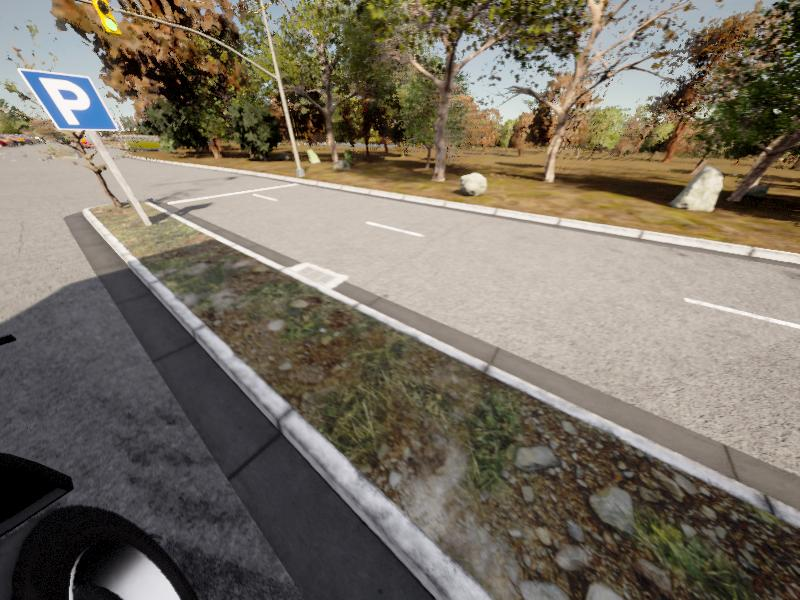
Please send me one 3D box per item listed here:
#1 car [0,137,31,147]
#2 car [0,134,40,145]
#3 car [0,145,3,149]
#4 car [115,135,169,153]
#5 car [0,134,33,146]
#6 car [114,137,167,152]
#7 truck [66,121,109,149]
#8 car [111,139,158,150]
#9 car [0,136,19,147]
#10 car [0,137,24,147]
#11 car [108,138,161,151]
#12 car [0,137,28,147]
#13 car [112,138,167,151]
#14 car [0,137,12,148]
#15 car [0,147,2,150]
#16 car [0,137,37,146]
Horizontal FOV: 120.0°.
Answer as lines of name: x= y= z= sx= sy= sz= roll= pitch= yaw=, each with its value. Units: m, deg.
car: x=-82.737 y=-33.222 z=48.473 sx=1.946 sy=1.575 sz=5.366 roll=16 pitch=39 yaw=21
car: x=-88.838 y=-37.380 z=53.893 sx=1.878 sy=1.987 sz=4.442 roll=16 pitch=39 yaw=22
car: x=-67.811 y=-24.566 z=36.379 sx=2.097 sy=1.535 sz=5.008 roll=14 pitch=38 yaw=20
car: x=-36.932 y=-22.483 z=33.253 sx=1.878 sy=1.987 sz=4.442 roll=13 pitch=37 yaw=17
car: x=-84.693 y=-34.834 z=50.338 sx=1.878 sy=1.987 sz=4.442 roll=16 pitch=39 yaw=21
car: x=-39.128 y=-23.587 z=34.966 sx=2.185 sy=1.767 sz=4.553 roll=13 pitch=37 yaw=18
truck: x=-56.085 y=-29.744 z=41.748 sx=8.468 sy=3.827 sz=2.891 roll=29 pitch=45 yaw=34
car: x=-45.711 y=-26.939 z=39.923 sx=2.002 sy=1.452 sz=4.674 roll=14 pitch=37 yaw=18
car: x=-76.350 y=-29.645 z=43.261 sx=2.185 sy=1.767 sz=4.553 roll=15 pitch=39 yaw=20
car: x=-78.467 y=-30.795 z=45.085 sx=2.231 sy=1.521 sz=4.892 roll=16 pitch=39 yaw=21
car: x=-43.587 y=-25.713 z=38.134 sx=1.946 sy=1.575 sz=5.366 roll=14 pitch=37 yaw=18
car: x=-80.582 y=-32.050 z=46.837 sx=2.097 sy=1.535 sz=5.008 roll=15 pitch=39 yaw=21
car: x=-41.255 y=-24.751 z=36.806 sx=1.946 sy=1.575 sz=5.366 roll=13 pitch=37 yaw=18
car: x=-72.105 y=-27.037 z=39.831 sx=2.097 sy=1.535 sz=5.008 roll=15 pitch=39 yaw=20
car: x=-65.629 y=-23.566 z=34.549 sx=2.435 sy=2.045 sz=5.566 roll=14 pitch=38 yaw=19
car: x=-86.824 y=-35.820 z=52.156 sx=2.163 sy=1.488 sz=4.792 roll=16 pitch=39 yaw=21
